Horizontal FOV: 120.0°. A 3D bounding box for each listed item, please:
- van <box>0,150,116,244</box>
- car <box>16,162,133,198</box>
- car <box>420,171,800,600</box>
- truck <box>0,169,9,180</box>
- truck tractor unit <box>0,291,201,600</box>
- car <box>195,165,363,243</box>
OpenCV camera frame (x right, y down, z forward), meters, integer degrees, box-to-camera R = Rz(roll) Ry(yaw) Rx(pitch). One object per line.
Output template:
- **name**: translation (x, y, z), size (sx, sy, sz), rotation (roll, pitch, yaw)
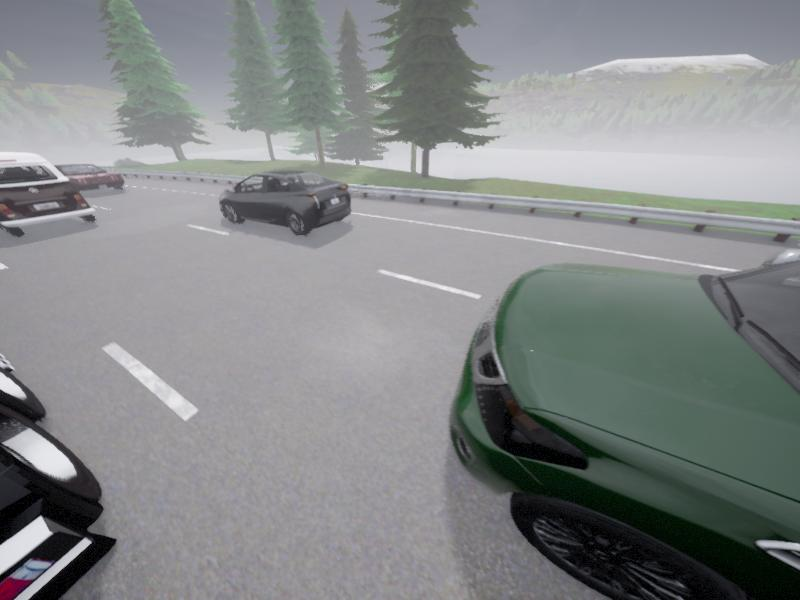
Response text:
- **van**: translation (-12.048, -3.406, 7.206), size (4.480, 2.038, 2.069), rotation (15, 38, 20)
- **car**: translation (-17.227, -6.471, 12.295), size (4.718, 1.301, 1.895), rotation (12, 37, 17)
- **car**: translation (3.098, 0.866, 0.913), size (5.566, 2.045, 2.150), rotation (17, 39, 25)
- **truck**: translation (-32.170, -9.569, 16.191), size (6.274, 2.098, 2.390), rotation (9, 36, 13)
- **truck tractor unit**: translation (-5.160, -0.249, 0.712), size (6.516, 4.208, 3.053), rotation (16, 38, 22)
- **car**: translation (-3.709, -3.215, 7.286), size (4.514, 1.525, 2.007), rotation (16, 38, 22)
